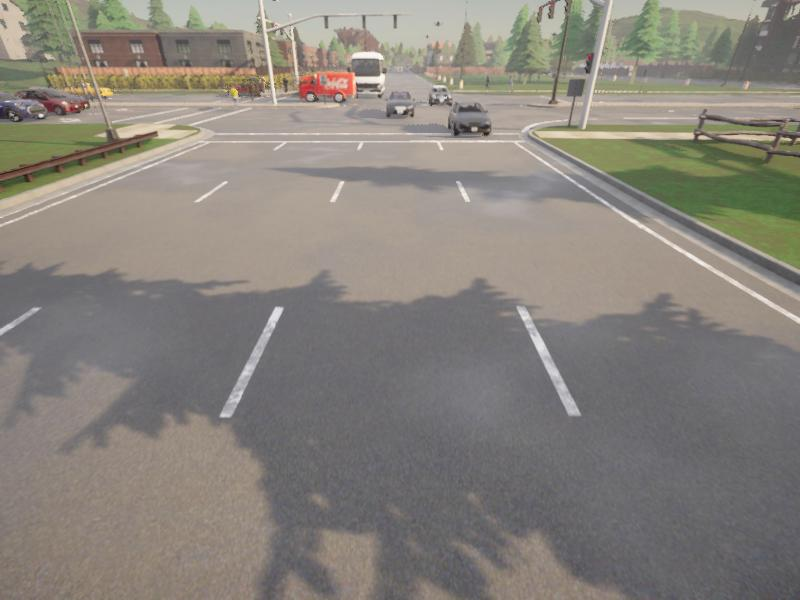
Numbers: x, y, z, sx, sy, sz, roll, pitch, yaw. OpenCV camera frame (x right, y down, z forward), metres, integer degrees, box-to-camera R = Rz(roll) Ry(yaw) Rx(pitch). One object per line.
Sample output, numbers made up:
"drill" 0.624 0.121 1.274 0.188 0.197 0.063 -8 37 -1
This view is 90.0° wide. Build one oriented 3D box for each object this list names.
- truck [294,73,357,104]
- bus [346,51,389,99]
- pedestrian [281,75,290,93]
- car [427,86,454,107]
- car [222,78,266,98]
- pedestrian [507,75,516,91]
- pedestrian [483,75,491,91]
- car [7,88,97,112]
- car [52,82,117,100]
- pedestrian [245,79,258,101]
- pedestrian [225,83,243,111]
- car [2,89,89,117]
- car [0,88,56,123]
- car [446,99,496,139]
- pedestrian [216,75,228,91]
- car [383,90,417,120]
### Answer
"truck" -6.862 -19.964 37.647 5.204 2.467 2.627 0 30 1
"bus" -3.358 -25.333 45.054 3.944 4.253 10.273 0 30 0
"pedestrian" -13.710 -25.890 47.959 0.751 1.860 0.751 -2 30 -4
"car" 3.519 -17.944 35.179 1.970 1.475 3.806 0 30 0
"car" -17.047 -23.342 43.984 3.866 1.878 1.905 -1 31 -2
"pedestrian" 14.244 -27.826 51.330 0.751 1.860 0.751 2 30 4
"pedestrian" 11.351 -28.208 51.982 0.751 1.860 0.751 2 30 4
"car" -26.988 -15.607 31.179 4.792 1.488 2.163 0 30 1
"car" -32.944 -21.911 41.847 5.366 1.575 1.801 6 31 10
"pedestrian" -14.648 -20.744 39.532 0.751 1.860 0.751 -2 30 -4
"pedestrian" -12.705 -15.575 30.704 0.751 1.860 0.751 -1 30 -2
"car" -24.799 -13.880 28.105 3.988 1.617 1.851 0 30 1
"car" -24.956 -12.195 25.041 4.553 1.767 2.097 0 30 1
"car" 3.513 -9.359 20.518 1.816 1.474 4.193 0 30 0
"pedestrian" -23.013 -28.059 51.722 0.751 1.860 0.751 0 30 0
"car" 0.015 -13.540 27.621 2.128 1.511 4.902 0 30 0
